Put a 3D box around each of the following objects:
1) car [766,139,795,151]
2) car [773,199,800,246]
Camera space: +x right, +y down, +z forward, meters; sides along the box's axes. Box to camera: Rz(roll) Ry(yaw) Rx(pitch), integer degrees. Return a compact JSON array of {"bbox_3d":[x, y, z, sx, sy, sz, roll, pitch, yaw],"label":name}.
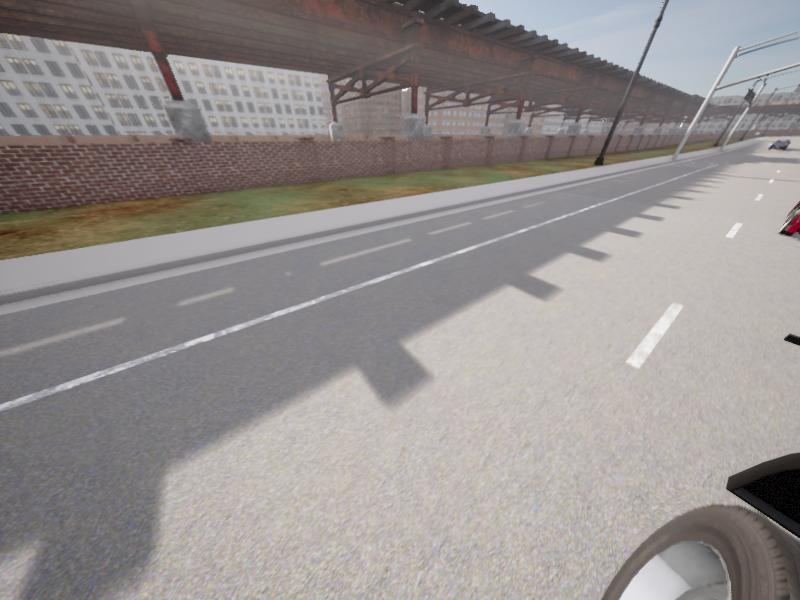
[{"bbox_3d":[61.639,-25.182,37.406,3.633,1.501,1.845,-23,41,-27],"label":"car"},{"bbox_3d":[11.975,-2.314,5.870,4.181,1.385,1.994,-21,40,-27],"label":"car"}]
